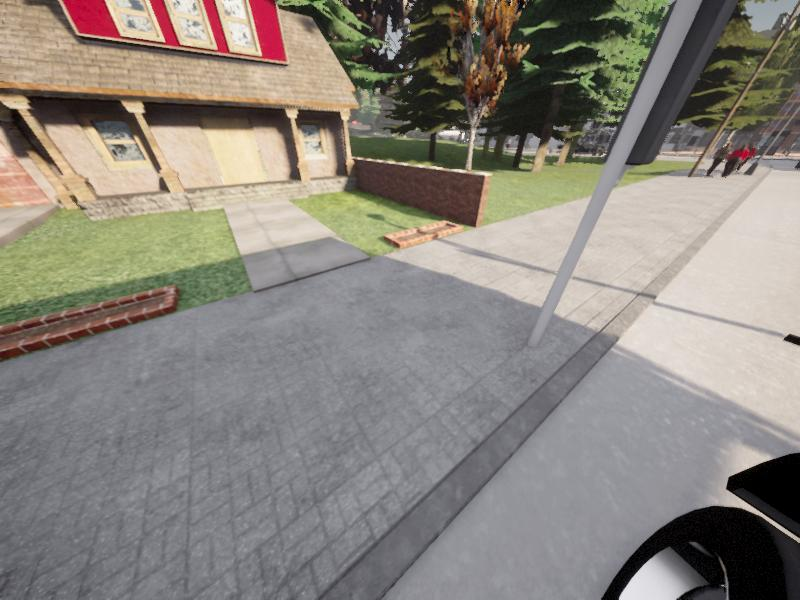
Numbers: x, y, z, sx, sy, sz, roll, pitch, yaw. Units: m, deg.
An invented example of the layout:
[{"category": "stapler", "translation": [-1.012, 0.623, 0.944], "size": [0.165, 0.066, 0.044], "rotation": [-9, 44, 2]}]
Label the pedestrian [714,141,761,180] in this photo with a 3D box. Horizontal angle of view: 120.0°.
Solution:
[{"category": "pedestrian", "translation": [19.652, -8.169, 13.526], "size": [0.751, 1.860, 0.751], "rotation": [-28, 43, -33]}]

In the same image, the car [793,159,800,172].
[{"category": "car", "translation": [32.104, -10.583, 17.419], "size": [4.193, 1.474, 1.816], "rotation": [-25, 42, -31]}]

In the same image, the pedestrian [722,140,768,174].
[{"category": "pedestrian", "translation": [23.187, -9.627, 15.572], "size": [0.751, 1.860, 0.751], "rotation": [-15, 38, -19]}]

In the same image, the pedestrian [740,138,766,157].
[{"category": "pedestrian", "translation": [42.656, -18.421, 27.907], "size": [0.751, 1.860, 0.751], "rotation": [-12, 37, -17]}]

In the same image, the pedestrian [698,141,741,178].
[{"category": "pedestrian", "translation": [19.367, -8.540, 14.055], "size": [0.751, 1.860, 0.751], "rotation": [-29, 44, -34]}]

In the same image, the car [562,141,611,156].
[{"category": "car", "translation": [27.581, -22.647, 34.446], "size": [2.152, 1.651, 5.027], "rotation": [-22, 41, -28]}]

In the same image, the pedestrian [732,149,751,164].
[{"category": "pedestrian", "translation": [31.566, -13.294, 21.374], "size": [0.500, 1.100, 0.500], "rotation": [-23, 41, -29]}]
